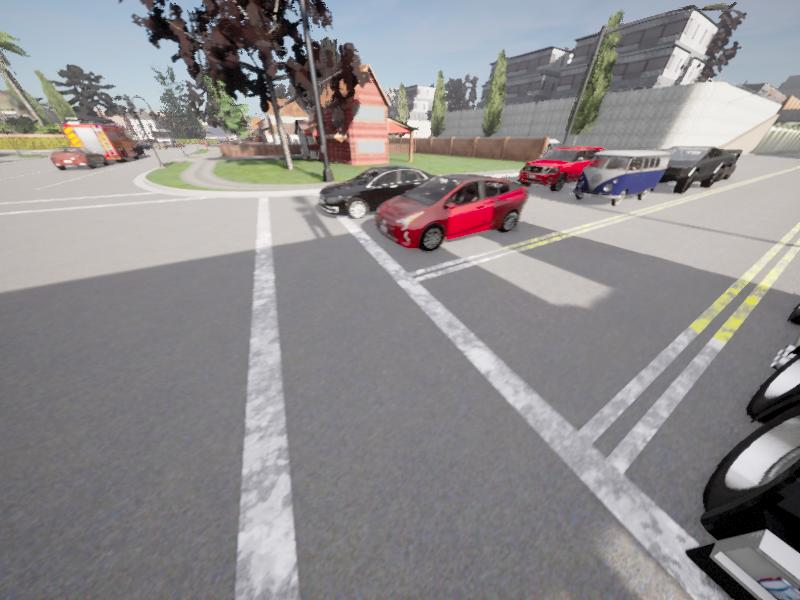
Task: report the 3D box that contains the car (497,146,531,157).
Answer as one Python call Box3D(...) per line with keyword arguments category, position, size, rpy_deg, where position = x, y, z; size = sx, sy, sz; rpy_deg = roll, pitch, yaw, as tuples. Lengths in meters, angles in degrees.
Box3D(category="car", position=(19.363, -25.505, 39.626), size=(1.837, 1.490, 4.892), rpy_deg=(-18, 39, -25))

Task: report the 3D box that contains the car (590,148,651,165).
Box3D(category="car", position=(27.179, -17.893, 28.739), size=(2.128, 1.511, 4.902), rpy_deg=(-18, 39, -25))

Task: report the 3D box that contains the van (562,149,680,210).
Box3D(category="van", position=(9.837, -5.523, 10.333), size=(4.442, 1.987, 1.775), rpy_deg=(-18, 39, -24))

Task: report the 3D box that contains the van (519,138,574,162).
Box3D(category="van", position=(20.269, -21.125, 32.417), size=(1.988, 2.561, 5.915), rpy_deg=(-18, 39, -25))

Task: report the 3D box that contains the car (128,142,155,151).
Box3D(category="car", position=(-53.788, -32.065, 48.219), size=(1.845, 1.501, 3.633), rpy_deg=(-6, 35, -9))

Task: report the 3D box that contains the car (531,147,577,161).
Box3D(category="car", position=(22.934, -21.995, 34.700), size=(2.033, 1.411, 5.357), rpy_deg=(-18, 39, -25))

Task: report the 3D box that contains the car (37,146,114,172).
Box3D(category="car", position=(-28.135, -12.530, 20.331), size=(2.152, 1.651, 5.027), rpy_deg=(-19, 39, -26))

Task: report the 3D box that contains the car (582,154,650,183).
Box3D(category="car", position=(15.429, -9.468, 16.518), size=(3.806, 1.475, 1.970), rpy_deg=(-18, 39, -25))

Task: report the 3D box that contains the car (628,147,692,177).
Box3D(category="car", position=(21.584, -11.522, 19.185), size=(4.605, 1.855, 1.932), rpy_deg=(-21, 40, -27))

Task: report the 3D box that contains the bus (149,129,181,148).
Box3D(category="bus", position=(-67.326, -46.546, 66.556), size=(3.944, 4.253, 10.273), rpy_deg=(-19, 39, -26))

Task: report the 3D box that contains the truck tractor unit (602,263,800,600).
Box3D(category="truck tractor unit", position=(5.115, -0.293, 0.791), size=(6.516, 4.208, 3.053), rpy_deg=(-18, 39, -24))

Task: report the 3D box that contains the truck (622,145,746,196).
Box3D(category="truck", position=(16.270, -7.597, 13.289), size=(6.274, 2.098, 2.390), rpy_deg=(-17, 39, -24))

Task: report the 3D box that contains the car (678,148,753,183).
Box3D(category="car", position=(22.538, -9.680, 16.536), size=(3.866, 1.878, 1.905), rpy_deg=(-19, 39, -26))

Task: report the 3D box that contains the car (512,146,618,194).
Box3D(category="car", position=(9.580, -7.742, 13.473), size=(5.566, 2.045, 2.150), rpy_deg=(-18, 39, -24))

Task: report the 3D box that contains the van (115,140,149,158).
Box3D(category="van", position=(-37.382, -21.155, 32.327), size=(1.775, 1.987, 4.442), rpy_deg=(-21, 40, -27))

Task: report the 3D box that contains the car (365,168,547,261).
Box3D(category="car", position=(1.555, -2.646, 6.508), size=(4.514, 1.525, 2.007), rpy_deg=(-18, 39, -24))

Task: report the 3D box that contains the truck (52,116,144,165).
Box3D(category="truck", position=(-32.588, -17.595, 25.643), size=(2.891, 3.827, 8.468), rpy_deg=(-19, 39, -26))

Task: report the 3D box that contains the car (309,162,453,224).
Box3D(category="car", position=(-0.587, -4.244, 8.812), size=(4.892, 1.490, 1.837), rpy_deg=(-18, 39, -24))
